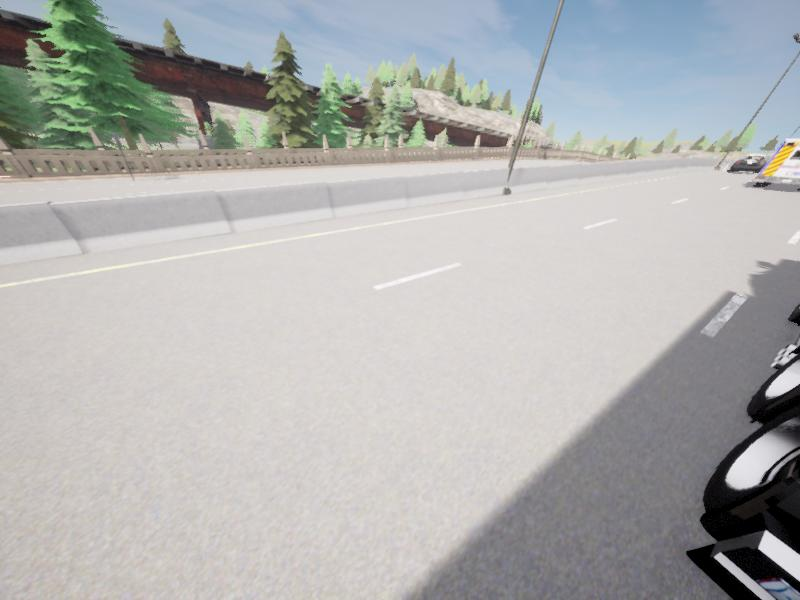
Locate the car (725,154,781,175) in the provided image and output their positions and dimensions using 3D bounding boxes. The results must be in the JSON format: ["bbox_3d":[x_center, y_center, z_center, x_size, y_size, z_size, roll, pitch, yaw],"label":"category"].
[{"bbox_3d":[33.103,-12.745,21.668,3.806,1.475,1.970,-16,38,-26],"label":"car"}]

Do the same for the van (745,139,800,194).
[{"bbox_3d":[24.172,-8.060,13.718,6.366,2.431,2.351,-18,39,-24],"label":"van"}]

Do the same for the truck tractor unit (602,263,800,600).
[{"bbox_3d":[5.110,-0.300,0.787,6.516,4.208,3.053,-18,39,-24],"label":"truck tractor unit"}]
